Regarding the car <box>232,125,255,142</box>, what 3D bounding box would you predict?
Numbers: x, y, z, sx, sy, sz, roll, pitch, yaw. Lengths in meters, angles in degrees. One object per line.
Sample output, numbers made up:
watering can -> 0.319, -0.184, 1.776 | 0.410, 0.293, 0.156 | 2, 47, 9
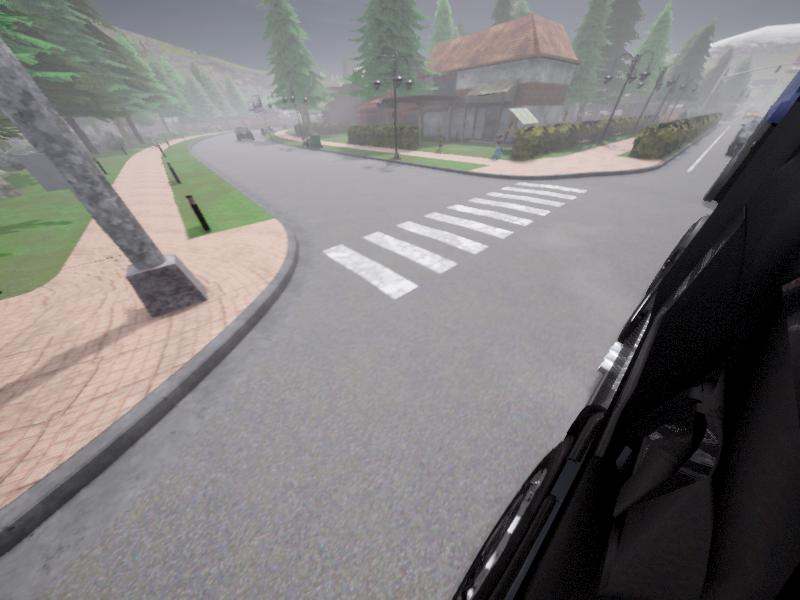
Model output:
car -> -23.169, -24.701, 34.174 | 2.097, 1.767, 4.553 | -21, 42, -23

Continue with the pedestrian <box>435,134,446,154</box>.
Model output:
pedestrian -> 2.831, -10.937, 16.175 | 0.500, 1.100, 0.500 | -29, 46, -30

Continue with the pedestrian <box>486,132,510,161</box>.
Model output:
pedestrian -> 5.605, -8.772, 13.210 | 0.751, 1.300, 0.751 | 28, 47, 32

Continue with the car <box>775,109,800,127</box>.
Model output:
car -> 51.460, -23.638, 29.948 | 4.611, 1.667, 2.242 | -29, 46, -30

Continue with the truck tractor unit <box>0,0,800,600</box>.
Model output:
truck tractor unit -> 2.645, -0.295, 0.351 | 6.516, 4.208, 3.053 | -28, 43, -30

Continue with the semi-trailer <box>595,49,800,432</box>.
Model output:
semi-trailer -> 8.768, -3.589, 4.107 | 14.254, 4.402, 2.717 | -28, 45, -29

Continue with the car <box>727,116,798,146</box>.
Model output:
car -> 26.347, -12.454, 16.934 | 4.902, 1.511, 2.128 | -29, 46, -30

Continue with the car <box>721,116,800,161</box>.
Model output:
car -> 19.950, -8.935, 12.649 | 4.856, 1.649, 2.033 | -29, 46, -30
